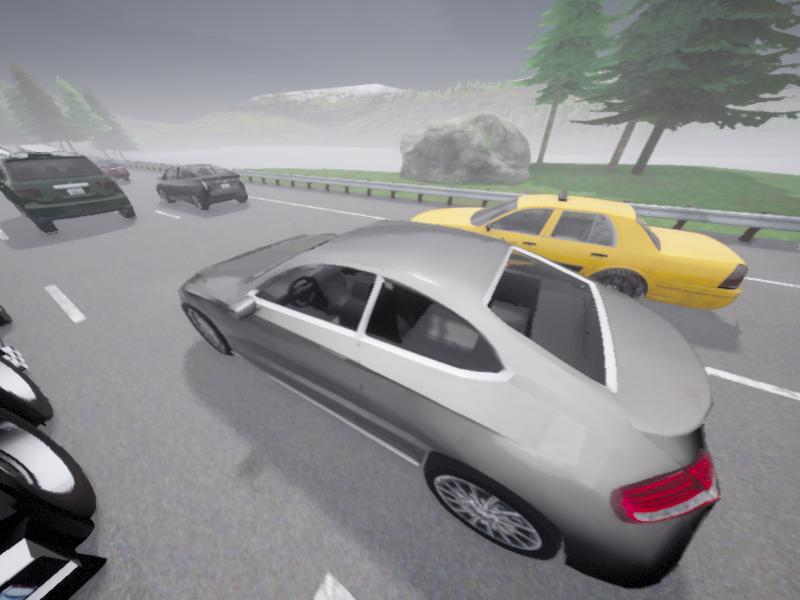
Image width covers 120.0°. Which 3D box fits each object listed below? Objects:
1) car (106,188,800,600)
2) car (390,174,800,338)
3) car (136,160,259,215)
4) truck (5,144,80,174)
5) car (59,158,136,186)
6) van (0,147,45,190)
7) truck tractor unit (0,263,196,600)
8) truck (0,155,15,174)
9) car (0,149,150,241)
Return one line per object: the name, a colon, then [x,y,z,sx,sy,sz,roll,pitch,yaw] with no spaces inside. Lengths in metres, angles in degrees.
car: [-0.298,0.032,2.552,5.027,1.651,2.152,18,39,25]
car: [2.580,-1.322,4.507,5.366,1.575,1.801,18,39,25]
car: [-8.614,-4.955,9.900,4.514,1.525,2.007,18,39,25]
truck: [-33.752,-13.403,21.818,6.274,2.098,2.390,18,39,25]
car: [-20.545,-8.758,15.700,4.718,1.301,1.895,18,39,25]
van: [-25.238,-8.283,14.421,4.480,2.038,2.069,19,39,24]
truck tractor unit: [-5.114,-0.295,0.792,6.516,4.208,3.053,18,39,24]
truck: [-37.272,-12.395,20.076,5.204,2.467,2.627,18,39,25]
car: [-11.616,-3.831,7.860,5.566,2.045,2.150,19,39,25]
